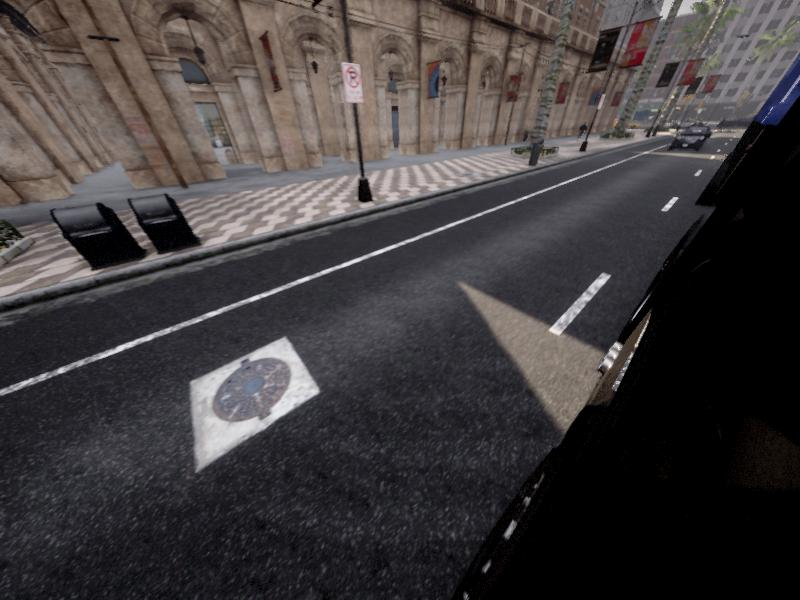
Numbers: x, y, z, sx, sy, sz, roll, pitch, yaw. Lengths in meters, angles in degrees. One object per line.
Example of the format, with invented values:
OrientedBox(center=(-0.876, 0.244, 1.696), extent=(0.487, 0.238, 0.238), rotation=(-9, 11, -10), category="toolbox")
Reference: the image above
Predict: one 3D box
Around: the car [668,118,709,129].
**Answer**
OrientedBox(center=(58.677, -35.857, 47.050), extent=(2.038, 1.542, 4.974), rotation=(-32, 46, -33), category="car")

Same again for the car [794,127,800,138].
OrientedBox(center=(43.853, -18.115, 24.133), extent=(4.856, 1.649, 2.033), rotation=(-28, 44, -30), category="car")

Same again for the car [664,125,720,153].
OrientedBox(center=(22.165, -12.263, 17.529), extent=(3.633, 1.501, 1.845), rotation=(-28, 44, -30), category="car")

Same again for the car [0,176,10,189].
OrientedBox(center=(-22.974, -5.469, 10.014), extent=(5.566, 2.045, 2.435), rotation=(-28, 44, -30), category="car")

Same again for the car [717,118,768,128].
OrientedBox(center=(65.909, -34.212, 44.608), extent=(5.357, 1.411, 2.033), rotation=(7, 38, 13), category="car")

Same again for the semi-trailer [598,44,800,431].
OrientedBox(center=(8.705, -3.577, 4.253), extent=(14.254, 4.402, 2.717), rotation=(-28, 44, -30), category="semi-trailer")

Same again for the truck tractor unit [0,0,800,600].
OrientedBox(center=(2.645, -0.295, 0.351), extent=(6.516, 4.208, 3.053), rotation=(-28, 44, -30), category="truck tractor unit")

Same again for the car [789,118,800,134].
OrientedBox(center=(49.128, -20.871, 27.494), extent=(4.611, 1.667, 2.242), rotation=(-28, 44, -30), category="car")

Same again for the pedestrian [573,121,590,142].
OrientedBox(center=(20.128, -18.702, 25.619), extent=(0.751, 1.860, 0.751), rotation=(-31, 46, -33), category="pedestrian")
